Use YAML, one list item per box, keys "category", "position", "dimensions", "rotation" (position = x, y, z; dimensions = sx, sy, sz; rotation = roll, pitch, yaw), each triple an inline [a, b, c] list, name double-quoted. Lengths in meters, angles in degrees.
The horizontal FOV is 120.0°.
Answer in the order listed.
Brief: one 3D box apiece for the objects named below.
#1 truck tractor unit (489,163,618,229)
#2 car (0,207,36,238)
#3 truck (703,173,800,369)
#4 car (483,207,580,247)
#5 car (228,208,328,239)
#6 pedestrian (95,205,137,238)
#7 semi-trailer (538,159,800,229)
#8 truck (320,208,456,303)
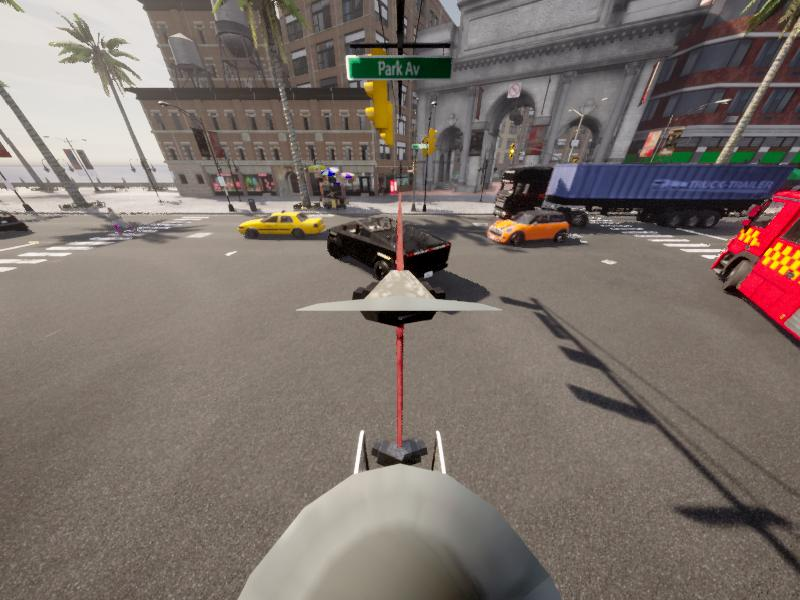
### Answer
- category: "truck tractor unit"
  position: [10.859, -7.819, 17.319]
  dimensions: [6.516, 4.208, 3.053]
  rotation: [1, 30, 1]
- category: "car"
  position: [-28.007, -5.143, 15.307]
  dimensions: [3.988, 1.617, 1.851]
  rotation: [0, 30, 1]
- category: "truck"
  position: [11.610, -0.572, 5.170]
  dimensions: [2.891, 3.827, 8.468]
  rotation: [19, 35, 30]
- category: "car"
  position: [7.805, -4.520, 14.046]
  dimensions: [4.553, 1.767, 2.097]
  rotation: [-6, 31, -11]
- category: "car"
  position: [-7.739, -5.031, 15.140]
  dimensions: [5.366, 1.575, 1.801]
  rotation: [0, 30, 1]
- category: "pedestrian"
  position: [-18.090, -5.020, 14.792]
  dimensions: [0.751, 1.860, 0.751]
  rotation: [-2, 30, -4]
- category: "semi-trailer"
  position: [18.772, -7.826, 17.140]
  dimensions: [14.254, 4.402, 2.717]
  rotation: [1, 30, 1]
- category: "truck"
  position: [-0.933, -2.411, 10.087]
  dimensions: [2.390, 2.098, 6.274]
  rotation: [-22, 37, -33]
